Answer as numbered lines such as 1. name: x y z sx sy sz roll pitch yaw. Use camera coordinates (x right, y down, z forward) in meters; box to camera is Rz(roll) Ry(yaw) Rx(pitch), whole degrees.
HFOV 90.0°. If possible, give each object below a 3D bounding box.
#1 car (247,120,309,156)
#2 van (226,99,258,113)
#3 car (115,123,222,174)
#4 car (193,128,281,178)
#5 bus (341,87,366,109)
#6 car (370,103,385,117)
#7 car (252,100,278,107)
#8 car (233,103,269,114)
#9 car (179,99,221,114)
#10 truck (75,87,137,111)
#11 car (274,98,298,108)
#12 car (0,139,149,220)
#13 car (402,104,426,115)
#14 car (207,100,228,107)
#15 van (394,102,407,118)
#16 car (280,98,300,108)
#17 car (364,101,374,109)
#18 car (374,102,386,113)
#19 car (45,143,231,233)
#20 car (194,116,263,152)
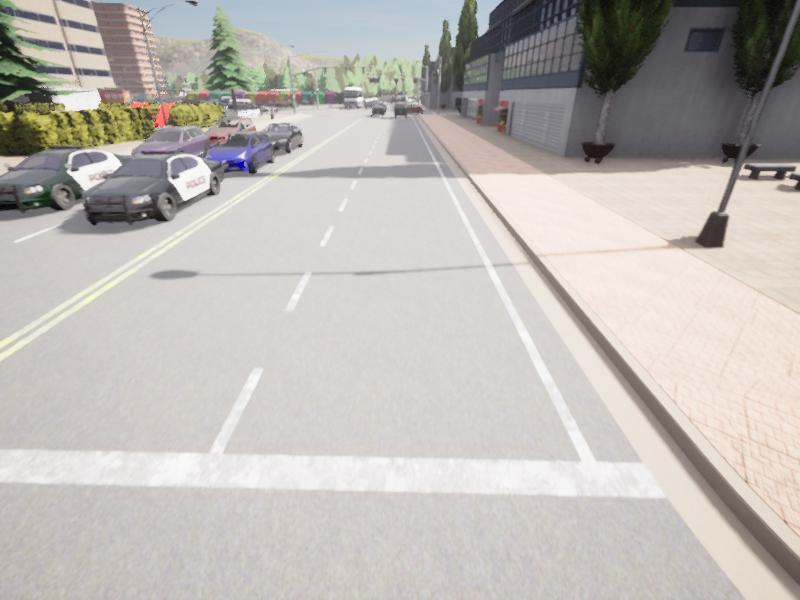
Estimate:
1. car: -6.961 -9.564 23.440 2.128 1.511 4.902 0 27 0
2. van: -27.109 -33.310 68.737 4.480 2.038 2.069 0 27 0
3. car: -10.467 -7.185 18.671 2.033 1.649 4.856 0 27 0
4. car: -6.969 -6.650 17.774 2.007 1.525 4.514 0 27 0
5. bus: -10.319 -45.557 90.191 3.944 4.253 10.273 1 27 1
6. car: -3.471 -29.029 61.067 1.930 1.638 5.238 -2 27 -5
7. car: -31.201 -45.412 92.509 5.357 1.415 2.033 0 27 0
8. car: -24.421 -31.435 65.769 4.902 1.511 2.128 0 27 0
9. car: -32.756 -31.723 65.607 5.566 2.045 2.150 0 27 0
10. truck: -54.553 -37.396 74.466 8.468 3.827 2.891 0 27 0
11. car: -24.825 -43.021 87.414 4.605 1.855 1.932 0 27 0
12. car: -10.478 -3.953 12.511 2.038 1.542 4.974 0 27 0
13. car: 2.216 -31.079 65.166 3.705 1.549 1.789 -24 36 -38
14. car: -42.227 -45.450 92.504 3.806 1.475 1.970 0 27 0
15. van: 0.125 -26.825 56.439 1.775 1.987 4.442 1 27 1
16. car: -24.765 -44.345 89.988 3.866 1.878 1.905 0 27 0
17. car: -6.940 -44.359 90.908 1.837 1.490 4.892 1 27 1
18. car: -3.529 -34.322 71.321 2.033 1.649 4.856 0 27 -1
19. car: -6.980 -3.451 11.567 2.038 1.542 4.974 0 27 0
20. car: -10.460 -10.429 24.914 2.242 1.667 4.611 0 27 0
